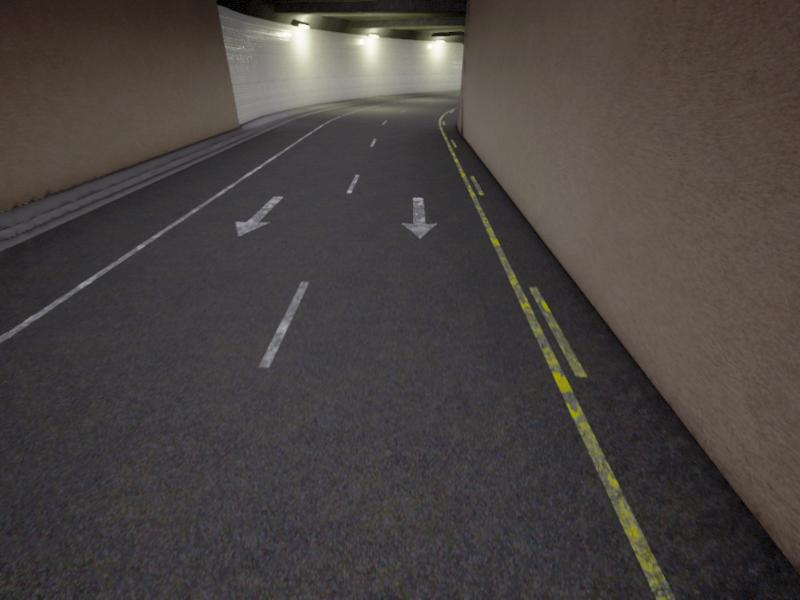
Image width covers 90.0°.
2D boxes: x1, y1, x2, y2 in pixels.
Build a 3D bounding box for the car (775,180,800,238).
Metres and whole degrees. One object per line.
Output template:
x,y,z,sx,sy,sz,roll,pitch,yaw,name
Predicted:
9.527,-1.061,6.228,2.152,1.651,5.027,-3,30,-6,car
